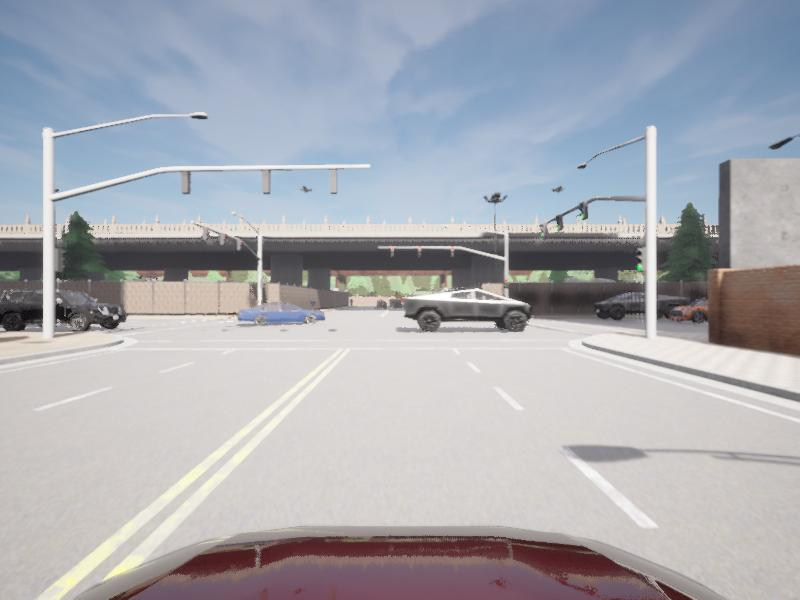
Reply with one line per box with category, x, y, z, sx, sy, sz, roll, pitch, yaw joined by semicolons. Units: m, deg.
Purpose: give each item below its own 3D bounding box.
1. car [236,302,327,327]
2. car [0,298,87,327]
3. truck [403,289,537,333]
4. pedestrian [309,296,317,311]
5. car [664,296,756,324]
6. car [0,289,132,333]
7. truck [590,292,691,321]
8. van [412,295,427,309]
car;-7.516;0.873;25.368;5.357;1.411;2.033;0;0;-23
car;-21.573;0.703;23.522;4.611;1.667;2.242;0;0;0
truck;3.286;0.516;19.996;6.274;2.098;2.390;0;0;0
pedestrian;-10.879;0.489;50.125;0.751;1.860;0.751;0;0;1
car;20.807;0.641;26.980;4.553;1.767;2.097;0;0;0
car;-16.803;0.514;19.917;5.566;2.045;2.150;0;0;3
truck;18.169;0.489;30.483;6.274;2.098;2.390;0;0;0
van;3.417;0.378;72.171;2.351;2.431;6.366;0;0;0
